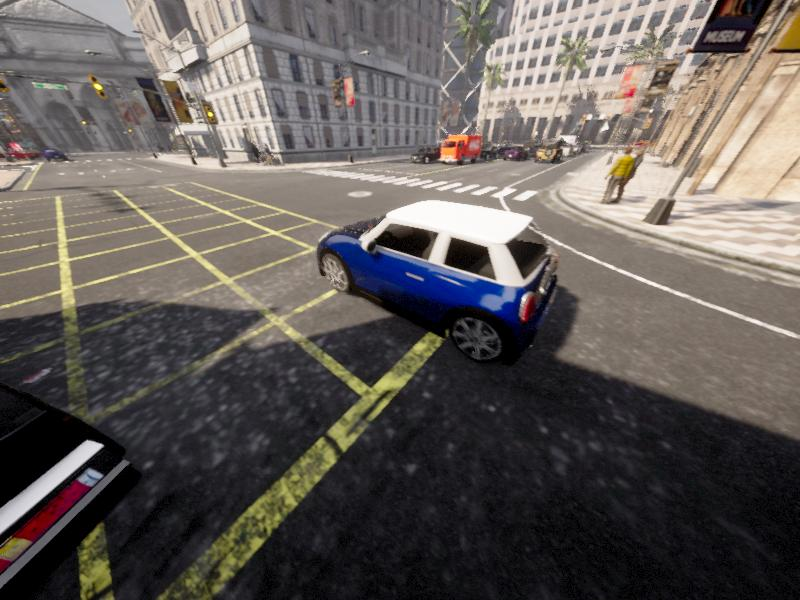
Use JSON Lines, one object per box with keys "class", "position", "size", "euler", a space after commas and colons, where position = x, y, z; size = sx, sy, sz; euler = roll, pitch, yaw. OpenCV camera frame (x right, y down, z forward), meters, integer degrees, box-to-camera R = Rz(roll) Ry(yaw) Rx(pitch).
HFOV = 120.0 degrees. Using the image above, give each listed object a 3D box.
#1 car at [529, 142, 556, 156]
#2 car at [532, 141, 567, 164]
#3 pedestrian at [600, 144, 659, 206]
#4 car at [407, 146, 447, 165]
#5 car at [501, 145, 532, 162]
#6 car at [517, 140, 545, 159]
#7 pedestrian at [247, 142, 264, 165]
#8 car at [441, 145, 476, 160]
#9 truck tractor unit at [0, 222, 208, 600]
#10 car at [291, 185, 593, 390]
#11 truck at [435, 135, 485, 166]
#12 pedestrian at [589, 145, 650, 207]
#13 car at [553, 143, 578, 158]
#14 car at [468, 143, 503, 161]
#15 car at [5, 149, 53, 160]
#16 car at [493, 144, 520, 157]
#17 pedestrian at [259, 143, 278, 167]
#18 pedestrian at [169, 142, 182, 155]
{"class": "car", "position": [21.663, -22.994, 35.048], "size": [1.930, 1.638, 5.238], "euler": [25, 42, 32]}
{"class": "car", "position": [16.266, -16.052, 25.022], "size": [1.932, 1.855, 4.605], "euler": [24, 43, 31]}
{"class": "pedestrian", "position": [8.269, -4.528, 8.397], "size": [0.751, 1.860, 0.751], "euler": [-28, 44, -34]}
{"class": "car", "position": [3.044, -16.012, 25.467], "size": [1.837, 1.490, 4.892], "euler": [25, 42, 31]}
{"class": "car", "position": [13.618, -17.192, 27.026], "size": [1.816, 1.474, 4.193], "euler": [25, 42, 31]}
{"class": "car", "position": [17.378, -20.029, 30.659], "size": [1.905, 1.878, 3.866], "euler": [25, 42, 31]}
{"class": "pedestrian", "position": [-14.492, -14.703, 23.206], "size": [0.751, 1.860, 0.751], "euler": [28, 44, 34]}
{"class": "car", "position": [7.641, -19.287, 30.163], "size": [2.033, 1.411, 5.357], "euler": [25, 42, 31]}
{"class": "truck tractor unit", "position": [-5.328, 0.024, 0.328], "size": [6.516, 4.208, 3.053], "euler": [7, 35, 10]}
{"class": "car", "position": [0.370, -0.732, 3.729], "size": [3.806, 1.475, 1.970], "euler": [25, 42, 31]}
{"class": "truck", "position": [6.195, -15.484, 23.823], "size": [2.627, 2.467, 5.204], "euler": [24, 42, 31]}
{"class": "pedestrian", "position": [7.662, -4.376, 8.187], "size": [0.751, 1.860, 0.751], "euler": [14, 38, 20]}
{"class": "car", "position": [22.250, -20.157, 31.092], "size": [1.845, 1.501, 3.633], "euler": [25, 42, 31]}
{"class": "car", "position": [10.636, -18.335, 28.550], "size": [1.930, 1.638, 5.238], "euler": [25, 42, 31]}
{"class": "car", "position": [-55.716, -21.824, 34.706], "size": [4.718, 1.301, 1.895], "euler": [7, 36, 10]}
{"class": "car", "position": [15.367, -21.561, 33.325], "size": [1.994, 1.385, 4.181], "euler": [26, 43, 32]}
{"class": "pedestrian", "position": [-11.892, -13.138, 20.941], "size": [0.751, 1.860, 0.751], "euler": [10, 36, 14]}
{"class": "pedestrian", "position": [-37.631, -25.392, 38.756], "size": [0.751, 1.860, 0.751], "euler": [20, 40, 26]}
